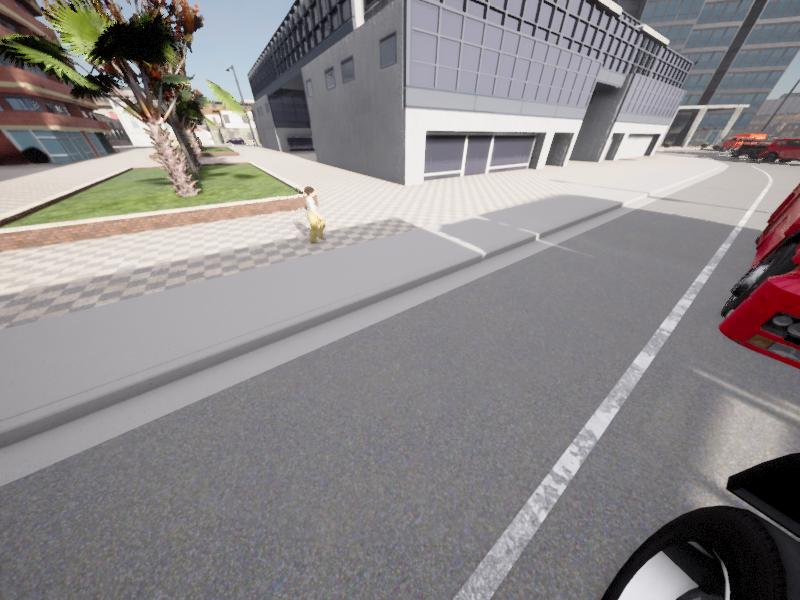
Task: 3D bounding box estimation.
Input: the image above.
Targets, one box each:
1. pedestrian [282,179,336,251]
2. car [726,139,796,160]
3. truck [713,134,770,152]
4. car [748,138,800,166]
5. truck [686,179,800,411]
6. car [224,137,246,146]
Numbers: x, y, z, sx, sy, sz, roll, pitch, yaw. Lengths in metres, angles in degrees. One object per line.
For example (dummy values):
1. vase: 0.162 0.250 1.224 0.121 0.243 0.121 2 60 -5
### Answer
1. pedestrian: -2.012 -1.906 5.174 0.751 1.300 0.751 -17 39 -23
2. car: 41.394 -17.392 26.693 1.905 1.878 3.866 8 36 11
3. truck: 58.279 -26.865 39.525 5.204 2.467 2.627 -5 35 -7
4. car: 37.534 -13.642 21.264 2.150 2.045 5.566 -3 35 -3
5. truck: 7.861 -1.569 2.780 8.468 3.827 2.891 -22 41 -28
6. car: -37.055 -35.639 51.908 3.633 1.501 1.845 -22 40 -28
